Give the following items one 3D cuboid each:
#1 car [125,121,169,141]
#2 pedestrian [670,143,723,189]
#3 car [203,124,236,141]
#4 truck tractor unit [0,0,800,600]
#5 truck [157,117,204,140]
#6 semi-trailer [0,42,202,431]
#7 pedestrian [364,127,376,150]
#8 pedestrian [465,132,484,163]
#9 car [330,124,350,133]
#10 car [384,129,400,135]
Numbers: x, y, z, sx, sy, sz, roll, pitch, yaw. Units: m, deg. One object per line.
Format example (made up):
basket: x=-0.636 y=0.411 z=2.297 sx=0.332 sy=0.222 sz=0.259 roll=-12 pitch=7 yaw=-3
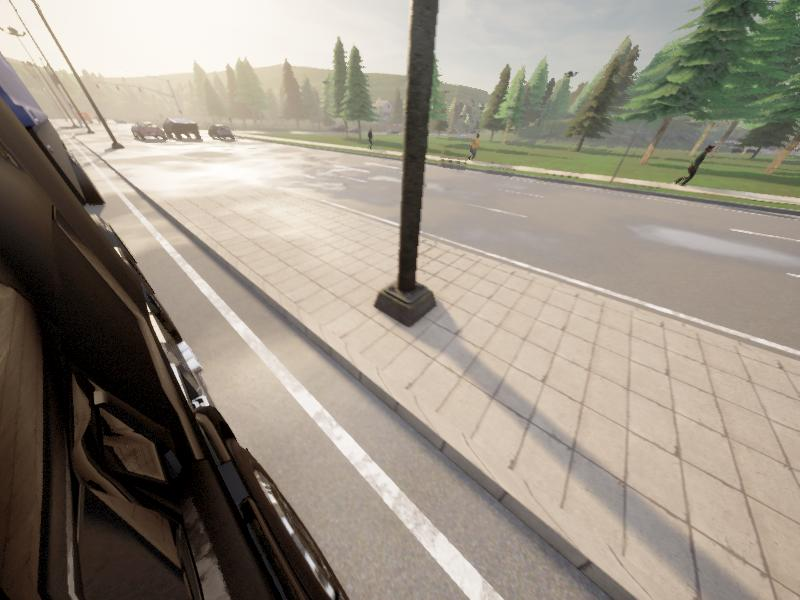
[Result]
car: x=-29.062 y=-19.430 z=26.539 sx=5.027 sy=1.651 sz=2.152 roll=28 pitch=44 yaw=30
pedestrian: x=14.524 y=-6.623 z=11.404 sx=0.751 sy=1.860 sz=0.751 roll=29 pitch=45 yaw=31
car: x=-23.685 y=-22.066 z=30.357 sx=3.988 sy=1.617 sz=1.851 roll=28 pitch=44 yaw=30
truck tractor unit: x=-2.645 y=-0.295 z=0.351 sx=6.516 sy=4.208 sz=3.053 roll=28 pitch=44 yaw=30
truck: x=-27.650 y=-21.617 z=29.127 sx=6.274 sy=2.098 sz=2.390 roll=27 pitch=44 yaw=30
semi-trailer: x=-8.690 y=-3.596 z=4.255 sx=14.254 sy=4.402 sz=2.717 roll=28 pitch=44 yaw=30
pedestrian: x=-2.941 y=-15.980 z=22.895 sx=0.751 sy=1.860 sz=0.751 roll=28 pitch=44 yaw=30
pedestrian: x=5.568 y=-11.440 z=17.322 sx=0.751 sy=1.860 sz=0.751 roll=29 pitch=44 yaw=31
car: x=-18.362 y=-52.481 z=70.771 sx=2.150 sy=2.045 sz=5.566 roll=28 pitch=44 yaw=30
car: x=-2.529 y=-53.291 z=73.219 sx=2.128 sy=1.511 sz=4.902 roll=28 pitch=44 yaw=30
